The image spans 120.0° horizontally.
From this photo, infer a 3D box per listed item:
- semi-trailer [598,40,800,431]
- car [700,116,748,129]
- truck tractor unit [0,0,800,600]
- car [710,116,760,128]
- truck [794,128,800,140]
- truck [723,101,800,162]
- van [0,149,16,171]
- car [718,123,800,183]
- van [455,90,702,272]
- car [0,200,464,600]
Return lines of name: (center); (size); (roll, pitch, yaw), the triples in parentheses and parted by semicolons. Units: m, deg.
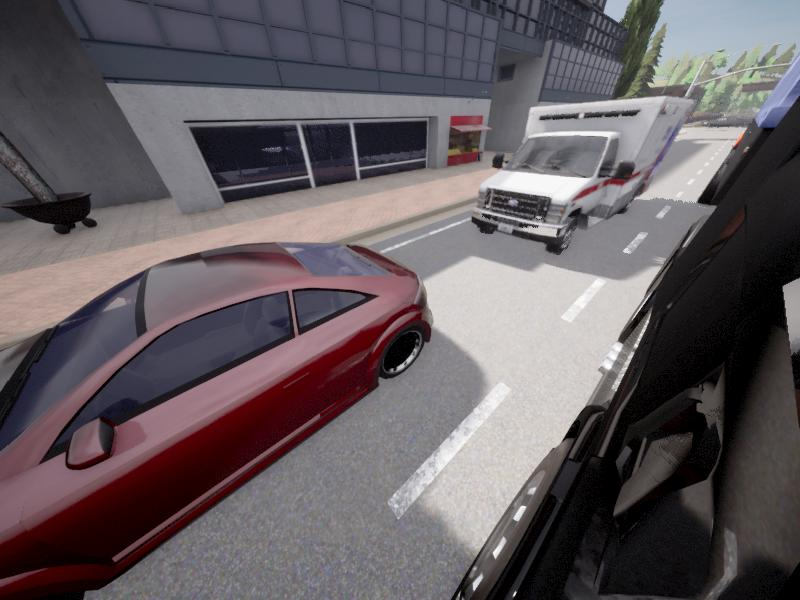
semi-trailer: (8.696, -3.608, 4.229); (14.254, 4.402, 2.717); (-28, 44, -30)
car: (54.943, -30.132, 39.267); (2.007, 1.525, 4.514); (-27, 43, -29)
truck tractor unit: (2.645, -0.295, 0.351); (6.516, 4.208, 3.053); (-28, 44, -30)
car: (58.312, -31.093, 40.322); (2.163, 1.488, 4.792); (-28, 43, -29)
truck: (37.912, -15.622, 20.098); (5.204, 2.467, 2.627); (-28, 44, -30)
truck: (21.407, -9.576, 13.040); (5.204, 2.467, 2.627); (-28, 44, -30)
van: (-45.710, -15.460, 25.047); (1.988, 2.561, 5.915); (-28, 44, -30)
car: (15.842, -6.294, 9.677); (4.611, 1.667, 2.242); (-28, 44, -30)
van: (4.492, -3.287, 5.727); (6.366, 2.431, 2.351); (-28, 44, -30)
car: (-1.649, 0.424, 2.034); (4.181, 1.385, 1.994); (-28, 44, -30)
